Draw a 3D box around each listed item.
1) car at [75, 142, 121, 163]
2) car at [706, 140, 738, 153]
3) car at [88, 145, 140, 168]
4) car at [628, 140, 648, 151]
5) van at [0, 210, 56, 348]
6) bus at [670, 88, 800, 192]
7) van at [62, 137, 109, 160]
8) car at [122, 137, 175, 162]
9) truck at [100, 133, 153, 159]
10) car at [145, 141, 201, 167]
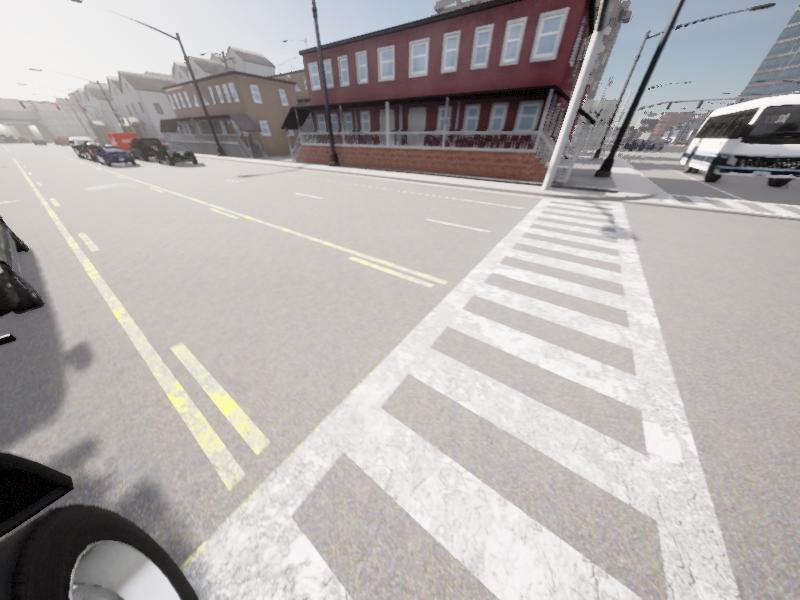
[{"bbox_3d":[-31.387,-15.378,24.001,3.988,1.617,1.851,22,41,28],"label":"car"},{"bbox_3d":[68.822,-32.947,49.492,2.150,2.045,5.566,22,41,28],"label":"car"},{"bbox_3d":[-25.787,-13.000,20.827,4.674,1.442,1.812,22,41,28],"label":"car"},{"bbox_3d":[55.814,-36.376,54.225,2.150,2.045,5.566,22,41,28],"label":"car"},{"bbox_3d":[-7.940,-1.176,3.289,5.915,2.561,1.988,23,41,28],"label":"van"},{"bbox_3d":[22.937,-10.400,15.179,3.944,4.253,10.273,22,41,28],"label":"bus"},{"bbox_3d":[-36.405,-17.618,26.751,4.480,2.038,2.069,22,41,28],"label":"van"},{"bbox_3d":[-27.111,-16.252,24.900,5.566,2.045,2.150,22,41,28],"label":"car"},{"bbox_3d":[-33.595,-19.021,28.394,5.204,2.467,2.627,23,41,29],"label":"truck"},{"bbox_3d":[-21.189,-13.729,21.601,4.553,1.767,2.097,22,41,28],"label":"car"}]
